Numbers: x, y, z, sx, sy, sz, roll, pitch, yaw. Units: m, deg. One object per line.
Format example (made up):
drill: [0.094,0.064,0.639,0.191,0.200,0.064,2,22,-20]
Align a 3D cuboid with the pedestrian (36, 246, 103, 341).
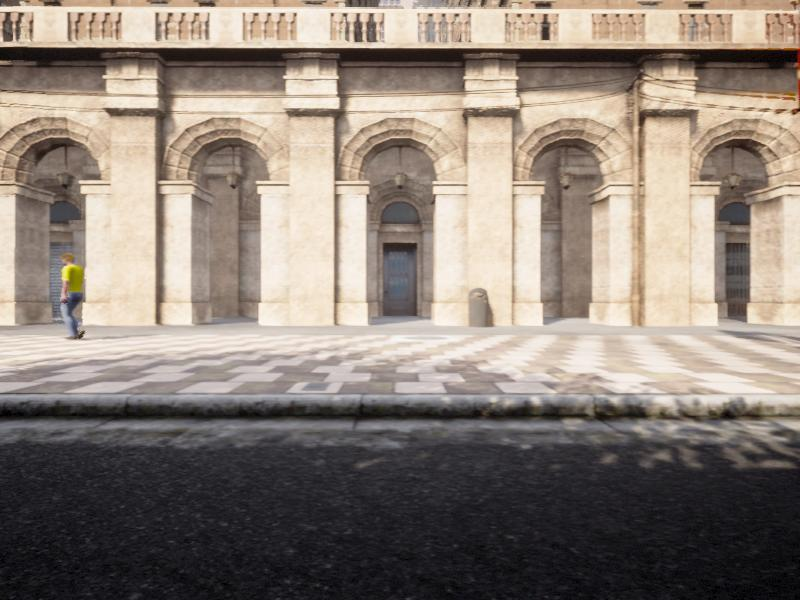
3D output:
pedestrian: [-6.772,-0.119,8.226,0.751,1.860,0.751,0,0,1]
